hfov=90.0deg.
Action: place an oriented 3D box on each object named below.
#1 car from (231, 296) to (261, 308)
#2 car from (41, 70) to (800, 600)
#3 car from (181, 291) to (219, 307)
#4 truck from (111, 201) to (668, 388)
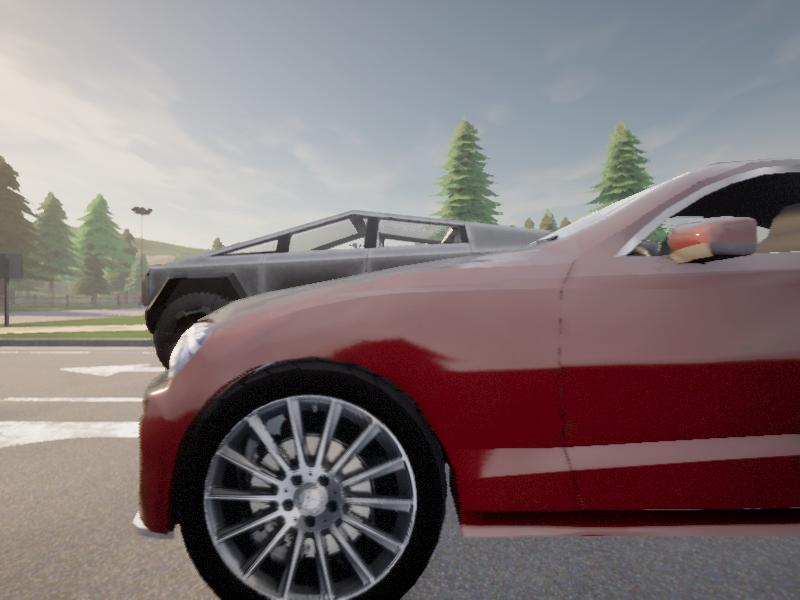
[{"bbox_3d":[-19.503,0.212,50.801,1.837,1.490,4.892,0,0,1],"label":"car"},{"bbox_3d":[1.507,0.183,2.199,5.027,1.651,2.152,0,0,0],"label":"car"},{"bbox_3d":[-26.473,-0.073,53.226,2.150,2.045,5.566,0,0,1],"label":"car"},{"bbox_3d":[-0.117,-0.059,5.701,6.274,2.098,2.390,0,0,0],"label":"truck"}]
